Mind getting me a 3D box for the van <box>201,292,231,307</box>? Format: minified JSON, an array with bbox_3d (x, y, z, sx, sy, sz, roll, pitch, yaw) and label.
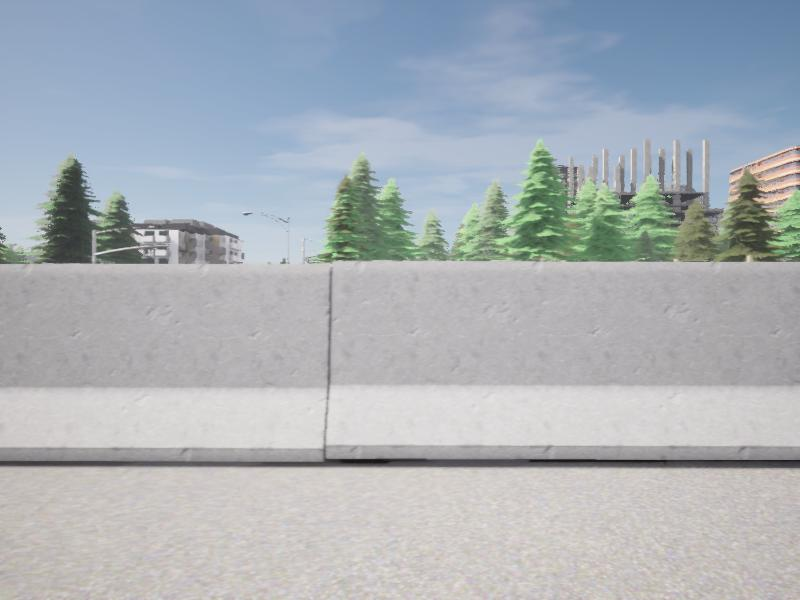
[{"bbox_3d":[-25.719,-0.051,56.108,2.069,2.038,4.480,0,0,2],"label":"van"}]
